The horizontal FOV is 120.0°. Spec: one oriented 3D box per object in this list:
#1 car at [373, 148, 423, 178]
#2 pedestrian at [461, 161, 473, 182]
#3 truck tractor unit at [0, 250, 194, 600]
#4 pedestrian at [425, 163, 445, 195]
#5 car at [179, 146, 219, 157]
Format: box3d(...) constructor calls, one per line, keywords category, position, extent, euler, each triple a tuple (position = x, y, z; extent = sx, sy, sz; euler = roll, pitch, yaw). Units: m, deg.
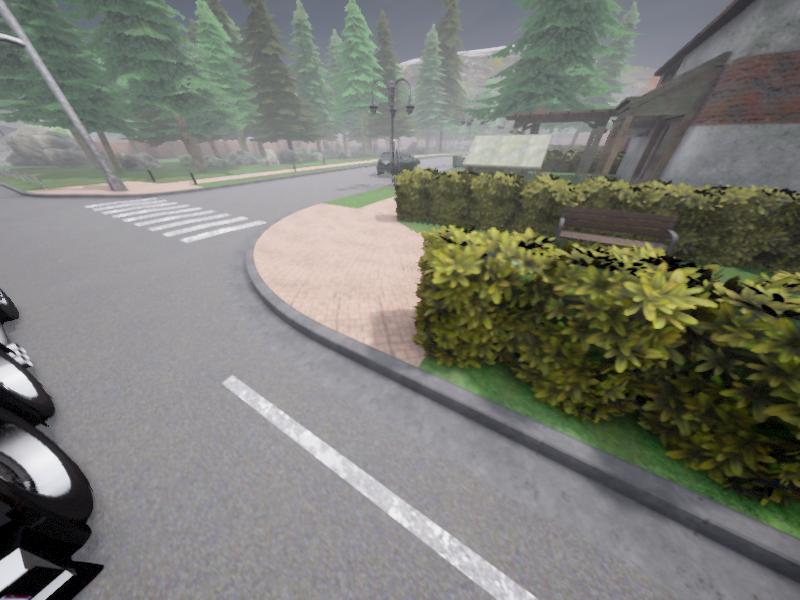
box3d(category="car", position=(-0.020, -11.539, 19.285), extent=(2.097, 1.767, 4.553), euler=(18, 39, 24))
box3d(category="pedestrian", position=(4.175, -8.009, 14.422), extent=(0.500, 1.100, 0.500), euler=(15, 38, 21))
box3d(category="truck tractor unit", position=(-5.084, -0.328, 0.809), extent=(6.516, 4.208, 3.053), euler=(19, 39, 25))
box3d(category="pedestrian", position=(1.752, -6.018, 11.464), extent=(0.751, 1.300, 0.751), euler=(10, 36, 15))
box3d(category="car", position=(-37.900, -28.227, 43.782), extent=(2.152, 1.651, 5.027), euler=(18, 39, 24))
